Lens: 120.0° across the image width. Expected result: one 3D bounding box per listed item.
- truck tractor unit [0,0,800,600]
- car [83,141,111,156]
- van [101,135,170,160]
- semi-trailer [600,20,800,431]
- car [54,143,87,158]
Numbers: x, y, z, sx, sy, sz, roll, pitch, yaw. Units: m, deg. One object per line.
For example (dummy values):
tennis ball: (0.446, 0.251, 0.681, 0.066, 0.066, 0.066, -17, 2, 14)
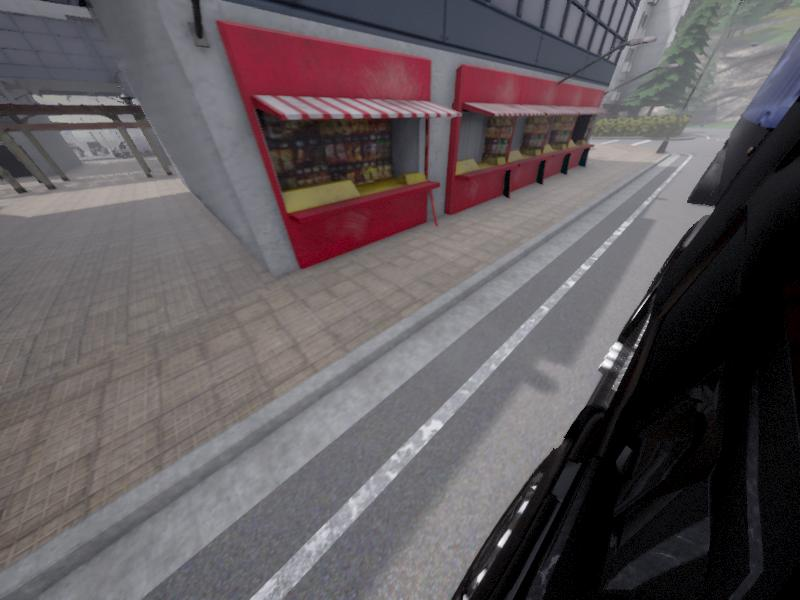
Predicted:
truck tractor unit: (2.645, -0.295, 0.351, 6.516, 4.208, 3.053, -28, 44, -30)
car: (-50.870, -25.480, 38.857, 1.905, 1.878, 3.866, -31, 45, -32)
van: (-37.454, -21.857, 33.002, 5.915, 2.561, 1.988, -30, 45, -32)
semi-trailer: (8.591, -3.678, 4.329, 14.254, 4.402, 2.717, -29, 44, -31)
car: (-52.719, -24.043, 37.088, 1.932, 1.855, 4.605, -31, 45, -32)
